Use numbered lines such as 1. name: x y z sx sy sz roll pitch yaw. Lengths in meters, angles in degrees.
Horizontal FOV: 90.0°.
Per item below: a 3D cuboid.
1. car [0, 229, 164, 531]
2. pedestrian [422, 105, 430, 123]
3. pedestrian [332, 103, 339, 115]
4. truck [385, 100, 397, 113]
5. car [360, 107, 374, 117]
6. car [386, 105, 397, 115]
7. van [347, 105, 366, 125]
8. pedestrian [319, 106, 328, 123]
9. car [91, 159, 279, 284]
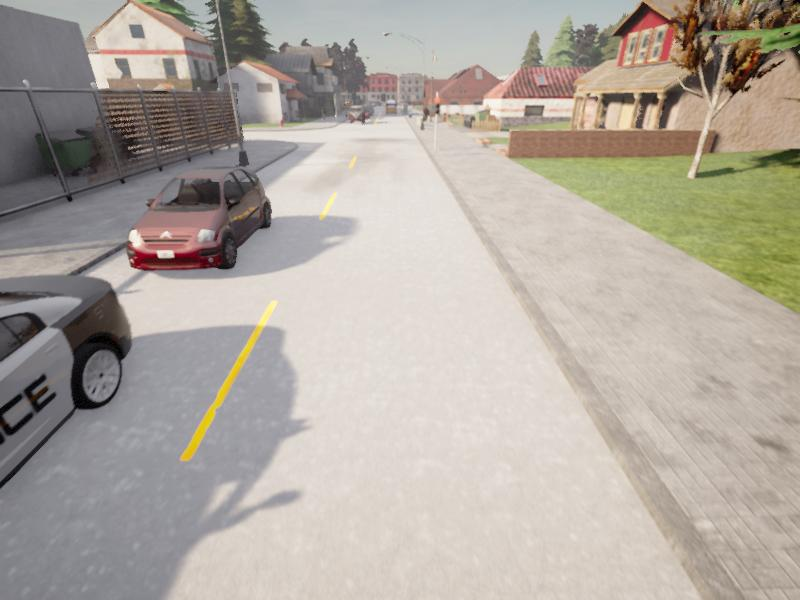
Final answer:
1. car: -4.092 1.109 2.700 1.930 1.638 5.238 -1 27 -2
2. pedestrian: 3.021 -22.004 47.354 0.751 1.860 0.751 -4 27 -7
3. pedestrian: -10.657 -31.476 65.901 0.751 1.860 0.751 3 27 6
4. truck: -1.794 -39.548 81.690 2.390 2.098 6.274 -1 27 -1
5. car: -5.430 -31.036 65.855 1.994 1.385 4.181 -1 27 -1
6. car: -1.554 -33.951 71.358 1.882 1.535 5.008 -1 27 -1
7. van: -5.018 -21.743 47.002 1.775 1.987 4.442 -1 27 -1
8. pedestrian: -8.888 -21.683 46.752 0.751 1.860 0.751 1 27 2
9. car: -4.150 -1.924 8.668 1.851 1.617 3.988 -1 27 -1
